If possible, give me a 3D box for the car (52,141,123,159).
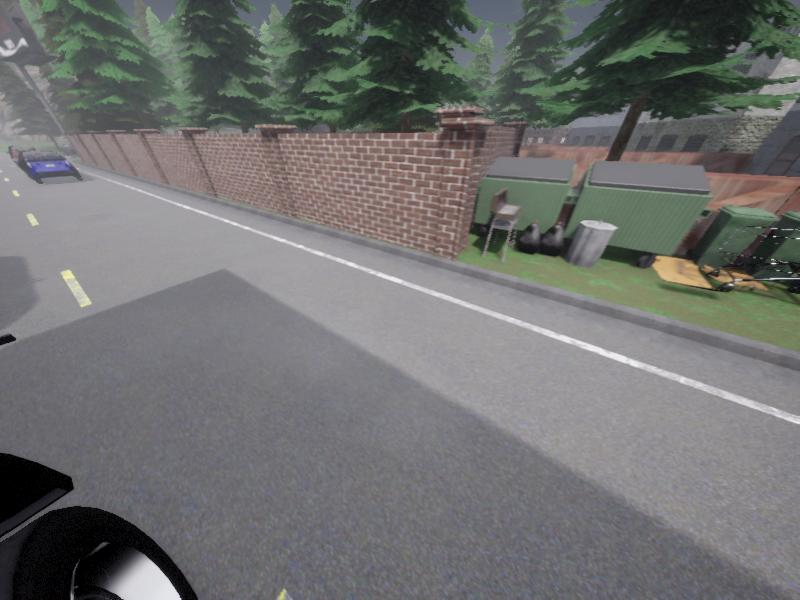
[{"bbox_3d":[-37.537,-18.216,27.955,1.812,1.442,4.674,10,38,16],"label":"car"}]

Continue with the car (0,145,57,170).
[{"bbox_3d":[-30.504,-11.744,18.956,3.705,1.549,1.789,21,40,27],"label":"car"}]

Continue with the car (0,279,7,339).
[{"bbox_3d":[-7.689,-0.282,3.056,4.181,1.385,1.994,22,40,27],"label":"car"}]

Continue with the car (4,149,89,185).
[{"bbox_3d":[-21.330,-8.131,13.939,4.514,1.525,2.007,21,40,27],"label":"car"}]

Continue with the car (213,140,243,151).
[{"bbox_3d":[-30.936,-28.009,41.741,1.845,1.501,3.633,21,40,26],"label":"car"}]
